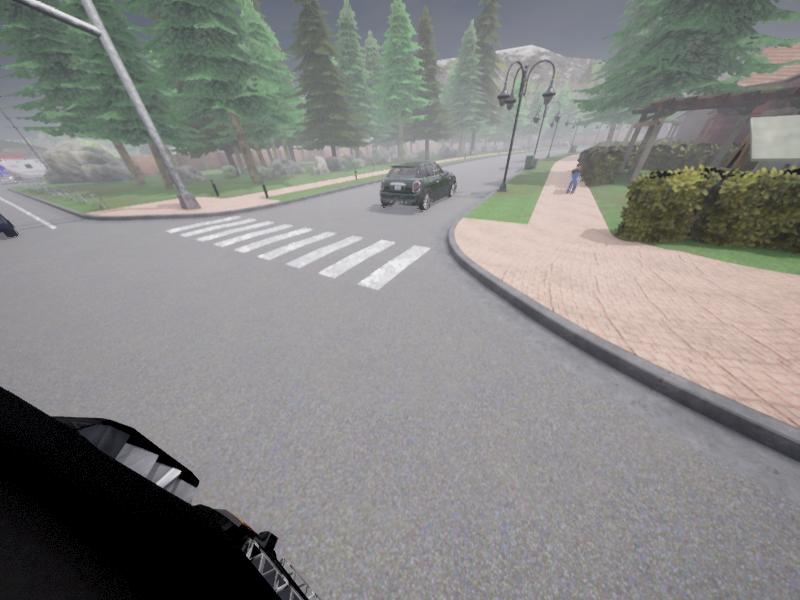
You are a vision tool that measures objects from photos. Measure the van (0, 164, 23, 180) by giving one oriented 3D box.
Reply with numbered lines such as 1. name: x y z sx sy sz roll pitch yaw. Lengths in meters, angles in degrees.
1. van: -64.749 -20.236 36.749 1.775 1.987 4.442 16 38 25

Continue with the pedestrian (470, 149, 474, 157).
1. pedestrian: 12.234 -24.931 39.194 0.500 1.100 0.500 18 39 28

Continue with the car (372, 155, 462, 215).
1. car: 0.991 -5.481 10.628 2.097 1.767 4.553 16 38 26

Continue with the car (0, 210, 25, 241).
1. car: -15.215 -2.785 7.752 4.181 1.385 1.994 16 38 26

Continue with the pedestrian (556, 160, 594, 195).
1. pedestrian: 7.669 -5.382 10.176 0.751 1.300 0.751 3 34 8

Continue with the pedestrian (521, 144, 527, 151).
1. pedestrian: 28.173 -34.731 52.582 0.751 1.300 0.751 -22 38 -26

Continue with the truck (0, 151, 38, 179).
1. truck: -70.681 -22.937 39.502 2.891 3.827 8.468 16 38 25

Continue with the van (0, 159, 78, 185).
1. van: -48.591 -17.021 30.521 2.351 2.431 6.366 16 38 25

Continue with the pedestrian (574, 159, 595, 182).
1. pedestrian: 10.337 -7.238 12.949 0.500 1.100 0.500 10 36 18
